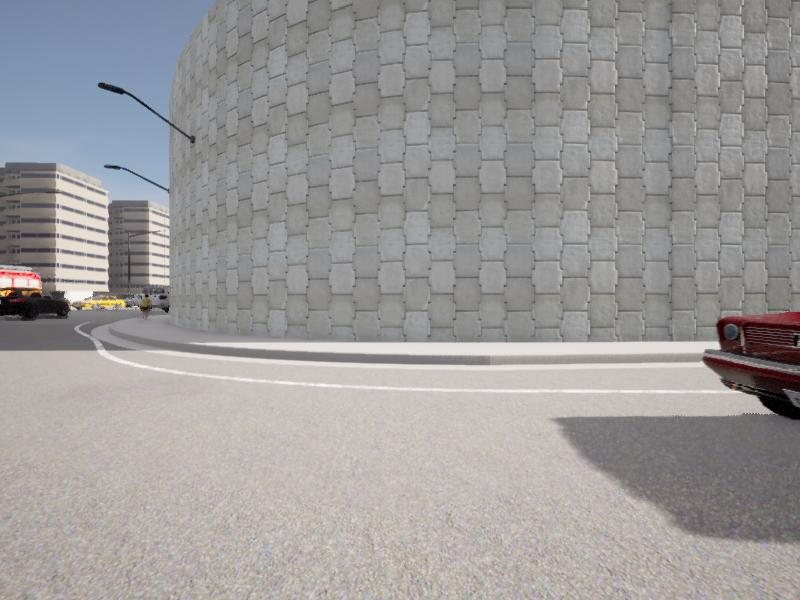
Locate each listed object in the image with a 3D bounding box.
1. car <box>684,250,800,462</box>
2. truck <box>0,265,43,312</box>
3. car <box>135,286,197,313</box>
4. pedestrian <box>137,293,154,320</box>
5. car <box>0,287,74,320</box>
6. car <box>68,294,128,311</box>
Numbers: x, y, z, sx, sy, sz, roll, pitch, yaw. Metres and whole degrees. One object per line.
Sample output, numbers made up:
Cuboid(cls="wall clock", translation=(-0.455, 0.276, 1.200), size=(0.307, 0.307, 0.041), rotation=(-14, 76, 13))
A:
Cuboid(cls="car", translation=(4.812, 0.344, 2.475), size=(4.718, 1.301, 1.895), rotation=(0, 0, 2))
Cuboid(cls="truck", translation=(-33.425, -0.922, 31.374), size=(2.891, 3.827, 8.468), rotation=(0, 0, 4))
Cuboid(cls="car", translation=(-18.936, -0.030, 32.746), size=(2.150, 2.045, 5.566), rotation=(0, 0, -4))
Cuboid(cls="pedestrian", translation=(-10.532, 0.266, 16.550), size=(0.500, 1.100, 0.500), rotation=(0, 0, -22))
Cuboid(cls="car", translation=(-20.787, 0.158, 22.301), size=(2.242, 1.667, 4.611), rotation=(0, 0, -13))
Cuboid(cls="car", translation=(-29.534, 0.200, 39.361), size=(1.801, 1.575, 5.366), rotation=(0, 0, 1))
